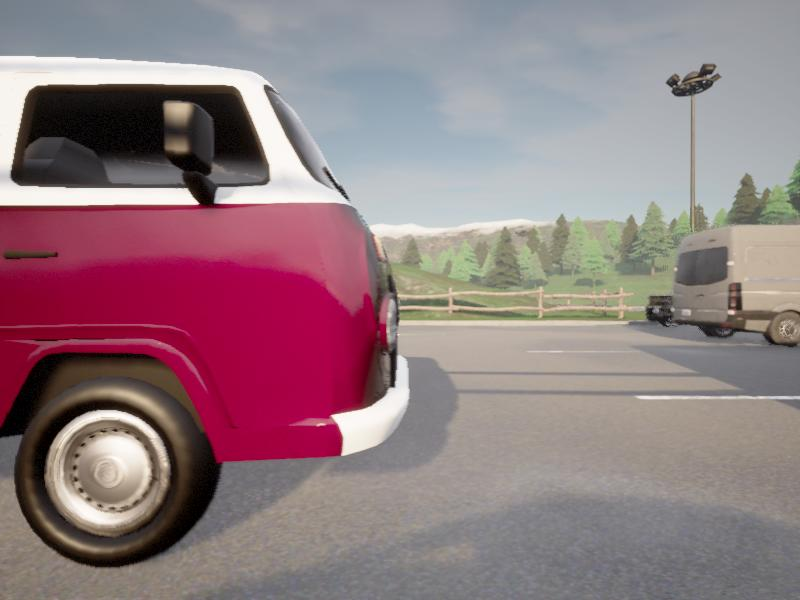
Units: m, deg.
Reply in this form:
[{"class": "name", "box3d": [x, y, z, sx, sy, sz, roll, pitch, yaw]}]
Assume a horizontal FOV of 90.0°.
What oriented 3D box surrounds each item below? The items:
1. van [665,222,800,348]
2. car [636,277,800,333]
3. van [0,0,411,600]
[{"class": "van", "box3d": [9.701, -0.305, 9.160, 5.915, 2.561, 1.988, 0, 0, 0]}, {"class": "car", "box3d": [10.678, 0.142, 12.718, 5.238, 1.638, 1.930, 0, 0, -1]}, {"class": "van", "box3d": [-2.198, -0.053, 2.245, 4.480, 2.038, 2.069, 0, 0, 0]}]
